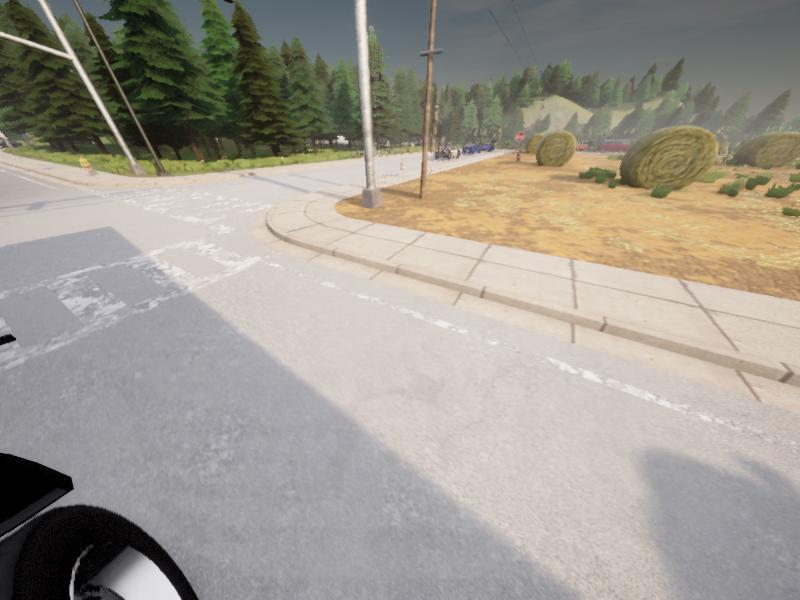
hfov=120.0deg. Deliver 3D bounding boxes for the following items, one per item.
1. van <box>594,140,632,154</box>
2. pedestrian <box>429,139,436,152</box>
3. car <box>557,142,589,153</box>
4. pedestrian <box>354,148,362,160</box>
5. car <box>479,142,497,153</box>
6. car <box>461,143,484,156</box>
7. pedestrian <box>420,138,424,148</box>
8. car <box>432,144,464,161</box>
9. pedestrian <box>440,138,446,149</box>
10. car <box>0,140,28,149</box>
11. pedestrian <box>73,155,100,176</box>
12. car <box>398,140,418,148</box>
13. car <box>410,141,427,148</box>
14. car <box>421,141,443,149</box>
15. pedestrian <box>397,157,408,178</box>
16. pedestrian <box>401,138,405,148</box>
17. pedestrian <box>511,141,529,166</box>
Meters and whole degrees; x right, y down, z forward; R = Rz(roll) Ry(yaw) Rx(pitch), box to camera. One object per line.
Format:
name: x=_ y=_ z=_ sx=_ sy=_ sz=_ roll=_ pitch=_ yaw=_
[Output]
van: x=37.513 y=-27.170 z=40.866 sx=4.442 sy=1.987 sz=1.775 roll=21 pitch=40 yaw=27
pedestrian: x=5.519 y=-26.482 z=39.551 sx=0.751 sy=1.860 sz=0.751 roll=22 pitch=41 yaw=28
car: x=32.673 y=-28.837 z=43.596 sx=4.514 sy=1.525 sz=2.007 roll=21 pitch=40 yaw=27
pedestrian: x=-4.659 y=-16.254 z=25.667 sx=0.500 sy=1.100 sz=0.500 roll=17 pitch=38 yaw=22
car: x=16.362 y=-28.443 z=42.990 sx=2.007 sy=1.525 sz=4.514 roll=18 pitch=39 yaw=23
car: x=11.295 y=-23.466 z=35.906 sx=1.882 sy=1.535 sz=5.008 roll=19 pitch=39 yaw=24
pedestrian: x=4.824 y=-34.836 z=51.308 sx=0.751 sy=1.860 sz=0.751 roll=9 pitch=36 yaw=12
car: x=5.946 y=-18.274 z=28.522 sx=2.038 sy=1.542 sz=4.974 roll=19 pitch=39 yaw=25
pedestrian: x=8.844 y=-32.180 z=47.588 sx=0.751 sy=1.860 sz=0.751 roll=-10 pitch=36 yaw=-14
car: x=-80.142 y=-31.649 z=46.920 sx=1.812 sy=1.442 sz=4.674 roll=-3 pitch=35 yaw=-5
pedestrian: x=-19.404 y=-8.317 z=14.290 sx=0.500 sy=1.100 sz=0.500 roll=24 pitch=41 yaw=29
car: x=1.872 y=-38.198 z=56.642 sx=4.514 sy=1.525 sz=2.007 roll=21 pitch=40 yaw=26
car: x=4.752 y=-39.494 z=58.612 sx=3.806 sy=1.475 sz=1.970 roll=21 pitch=40 yaw=27
car: x=7.434 y=-36.061 z=53.655 sx=4.514 sy=1.525 sz=2.007 roll=22 pitch=41 yaw=28
pedestrian: x=0.162 y=-8.217 z=14.324 sx=0.500 sy=1.100 sz=0.500 roll=17 pitch=39 yaw=23
pedestrian: x=0.667 y=-35.696 z=52.499 sx=0.751 sy=1.860 sz=0.751 roll=20 pitch=40 yaw=25
pedestrian: x=10.436 y=-12.795 z=20.180 sx=0.751 sy=1.860 sz=0.751 roll=25 pitch=42 yaw=31
